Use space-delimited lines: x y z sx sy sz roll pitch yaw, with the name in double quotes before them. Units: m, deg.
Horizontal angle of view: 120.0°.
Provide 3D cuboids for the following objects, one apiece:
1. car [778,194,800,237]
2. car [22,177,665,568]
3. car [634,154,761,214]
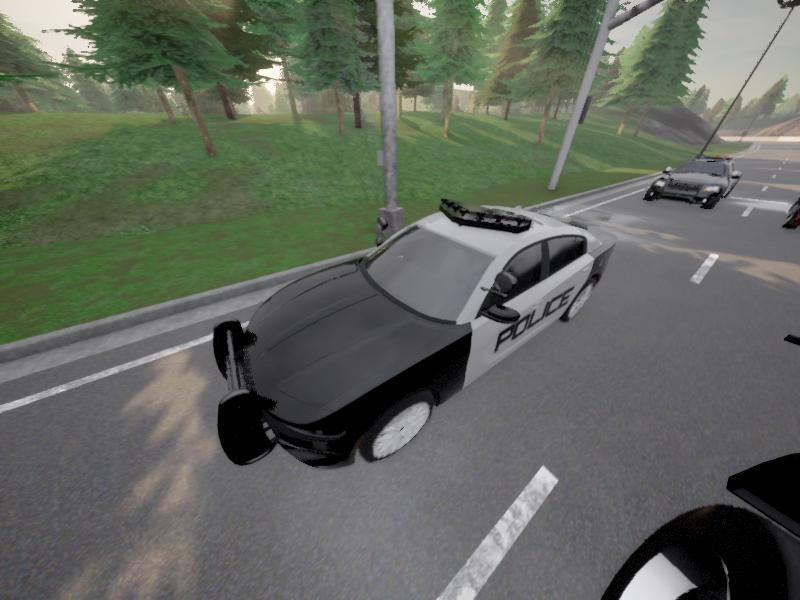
"car" 12.801 -2.645 6.324 4.181 1.385 1.994 -22 41 -28
"car" 0.725 -0.286 2.875 5.238 1.638 1.930 -22 41 -28
"car" 12.044 -4.867 9.346 4.974 1.542 2.038 -22 40 -28
